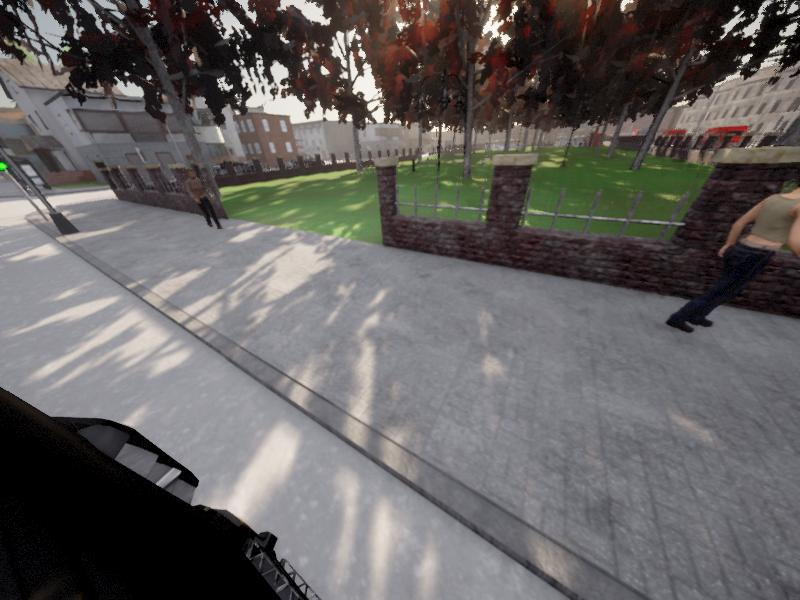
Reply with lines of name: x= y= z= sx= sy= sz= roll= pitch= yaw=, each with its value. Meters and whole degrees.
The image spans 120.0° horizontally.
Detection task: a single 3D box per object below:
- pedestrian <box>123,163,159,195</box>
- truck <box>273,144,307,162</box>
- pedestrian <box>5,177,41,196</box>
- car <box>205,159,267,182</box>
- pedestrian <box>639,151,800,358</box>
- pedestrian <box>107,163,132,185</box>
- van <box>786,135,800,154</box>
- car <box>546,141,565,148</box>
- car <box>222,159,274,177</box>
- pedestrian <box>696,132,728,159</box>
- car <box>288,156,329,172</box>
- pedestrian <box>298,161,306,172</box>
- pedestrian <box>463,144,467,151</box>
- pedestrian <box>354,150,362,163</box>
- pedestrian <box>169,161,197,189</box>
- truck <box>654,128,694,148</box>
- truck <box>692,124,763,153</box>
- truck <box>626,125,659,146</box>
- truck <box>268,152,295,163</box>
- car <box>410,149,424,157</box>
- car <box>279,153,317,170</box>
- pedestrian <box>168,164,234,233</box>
pedestrian: x=-17.864 y=-8.355 z=15.972 sx=0.751 sy=1.860 sz=0.751 roll=14 pitch=37 yaw=23
truck: x=-29.367 y=-39.165 z=61.610 sx=8.468 sy=3.827 sz=2.891 roll=16 pitch=38 yaw=26
pedestrian: x=-31.185 y=-9.426 z=19.126 sx=0.751 sy=1.300 sz=0.751 roll=-10 pitch=34 yaw=-11
car: x=-17.394 y=-13.969 z=24.809 sx=2.033 sy=1.649 sz=4.856 roll=15 pitch=37 yaw=25
pedestrian: x=3.570 y=-0.426 z=2.391 sx=0.751 sy=1.860 sz=0.751 roll=14 pitch=37 yaw=24
pedestrian: x=-28.465 y=-12.816 z=23.484 sx=0.751 sy=1.860 sz=0.751 roll=19 pitch=39 yaw=29
van: x=37.034 y=-13.722 z=19.877 sx=1.775 sy=1.987 sz=4.442 roll=16 pitch=38 yaw=26
car: x=53.409 y=-53.464 z=79.281 sx=5.027 sy=1.651 sz=2.152 roll=16 pitch=38 yaw=26
car: x=-19.137 y=-16.867 z=29.405 sx=2.128 sy=1.511 sz=4.902 roll=16 pitch=38 yaw=26
pedestrian: x=26.554 y=-13.152 z=19.715 sx=0.751 sy=1.860 sz=0.751 roll=17 pitch=38 yaw=27
car: x=-12.445 y=-18.761 z=31.729 sx=2.128 sy=1.511 sz=4.902 roll=15 pitch=37 yaw=24
pedestrian: x=-11.611 y=-15.812 z=27.372 sx=0.500 sy=1.100 sz=0.500 roll=-20 pitch=37 yaw=-24
pedestrian: x=19.677 y=-46.168 z=69.850 sx=0.751 sy=1.860 sz=0.751 roll=22 pitch=41 yaw=32
pedestrian: x=-7.344 y=-25.097 z=40.490 sx=0.751 sy=1.860 sz=0.751 roll=22 pitch=41 yaw=32
pedestrian: x=-16.606 y=-9.571 z=17.701 sx=0.751 sy=1.860 sz=0.751 roll=20 pitch=40 yaw=31
truck: x=46.444 y=-27.534 z=39.355 sx=2.627 sy=2.467 sz=5.204 roll=16 pitch=38 yaw=26
truck: x=37.345 y=-18.549 z=26.686 sx=2.627 sy=2.467 sz=5.204 roll=17 pitch=37 yaw=27
truck: x=58.645 y=-39.820 z=56.115 sx=2.891 sy=3.827 sz=8.468 roll=16 pitch=38 yaw=26
truck: x=-30.092 y=-36.097 z=58.613 sx=6.274 sy=2.098 sz=2.390 roll=17 pitch=38 yaw=27
car: x=4.609 y=-39.782 z=62.383 sx=1.837 sy=1.490 sz=4.892 roll=16 pitch=38 yaw=26
car: x=-15.094 y=-20.631 z=34.413 sx=1.932 sy=1.855 sz=4.605 roll=18 pitch=39 yaw=29
pedestrian: x=-6.219 y=-3.195 z=7.312 sx=0.751 sy=1.860 sz=0.751 roll=20 pitch=40 yaw=30
